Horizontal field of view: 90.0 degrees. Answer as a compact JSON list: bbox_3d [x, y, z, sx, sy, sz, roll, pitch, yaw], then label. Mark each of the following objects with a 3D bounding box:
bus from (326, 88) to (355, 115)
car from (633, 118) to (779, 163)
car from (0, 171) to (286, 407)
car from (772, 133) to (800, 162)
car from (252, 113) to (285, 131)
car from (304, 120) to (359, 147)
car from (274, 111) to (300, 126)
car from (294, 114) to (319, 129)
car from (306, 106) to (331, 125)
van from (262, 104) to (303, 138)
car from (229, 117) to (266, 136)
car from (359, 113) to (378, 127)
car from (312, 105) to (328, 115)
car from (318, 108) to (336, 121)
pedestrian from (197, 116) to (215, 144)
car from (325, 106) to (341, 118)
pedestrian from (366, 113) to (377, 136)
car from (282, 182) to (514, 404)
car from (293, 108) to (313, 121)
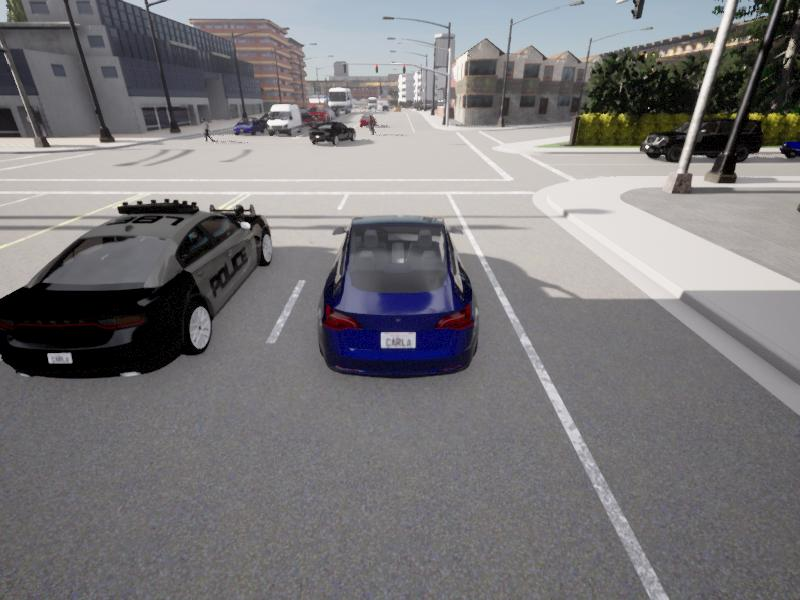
[{"bbox_3d":[-10.864,-36.949,74.332,3.944,4.253,10.273,0,27,0],"label":"bus"},{"bbox_3d":[15.946,-8.472,21.178,5.566,2.045,2.150,0,26,0],"label":"car"},{"bbox_3d":[-3.523,-0.755,6.335,1.930,1.638,5.238,0,27,0],"label":"car"},{"bbox_3d":[23.279,-8.129,21.331,4.718,1.301,1.895,0,26,0],"label":"car"},{"bbox_3d":[-14.274,-19.515,43.749,1.930,1.638,5.238,0,27,0],"label":"car"},{"bbox_3d":[-5.027,-12.677,30.223,1.882,1.535,5.008,9,28,17],"label":"car"},{"bbox_3d":[-14.324,-23.156,50.957,1.882,1.535,5.008,0,27,0],"label":"car"},{"bbox_3d":[-10.725,-20.685,46.267,1.812,1.442,4.674,0,27,0],"label":"car"},{"bbox_3d":[-10.829,-24.697,53.371,2.150,2.045,5.566,0,28,0],"label":"car"},{"bbox_3d":[-10.724,-16.705,37.150,1.988,2.561,5.915,0,27,0],"label":"van"},{"bbox_3d":[-14.232,-16.383,37.689,1.816,1.474,4.193,0,27,0],"label":"car"},{"bbox_3d":[-3.829,-22.206,49.307,1.994,1.385,4.181,0,27,0],"label":"car"},{"bbox_3d":[-14.467,-34.397,72.320,1.882,1.535,5.008,0,27,0],"label":"car"},{"bbox_3d":[-10.883,-27.832,59.972,1.812,1.442,4.674,0,28,0],"label":"car"},{"bbox_3d":[-14.433,-12.658,29.777,0.751,1.860,0.751,-20,32,-34],"label":"pedestrian"},{"bbox_3d":[-10.921,-30.847,65.605,1.816,1.474,4.193,0,28,0],"label":"car"},{"bbox_3d":[-2.521,-15.760,35.985,0.751,1.860,0.751,-9,28,-18],"label":"pedestrian"},{"bbox_3d":[-0.031,-0.605,6.211,2.163,1.488,4.792,0,27,0],"label":"car"},{"bbox_3d":[-14.383,-27.641,59.559,1.837,1.490,4.892,0,28,0],"label":"car"}]
